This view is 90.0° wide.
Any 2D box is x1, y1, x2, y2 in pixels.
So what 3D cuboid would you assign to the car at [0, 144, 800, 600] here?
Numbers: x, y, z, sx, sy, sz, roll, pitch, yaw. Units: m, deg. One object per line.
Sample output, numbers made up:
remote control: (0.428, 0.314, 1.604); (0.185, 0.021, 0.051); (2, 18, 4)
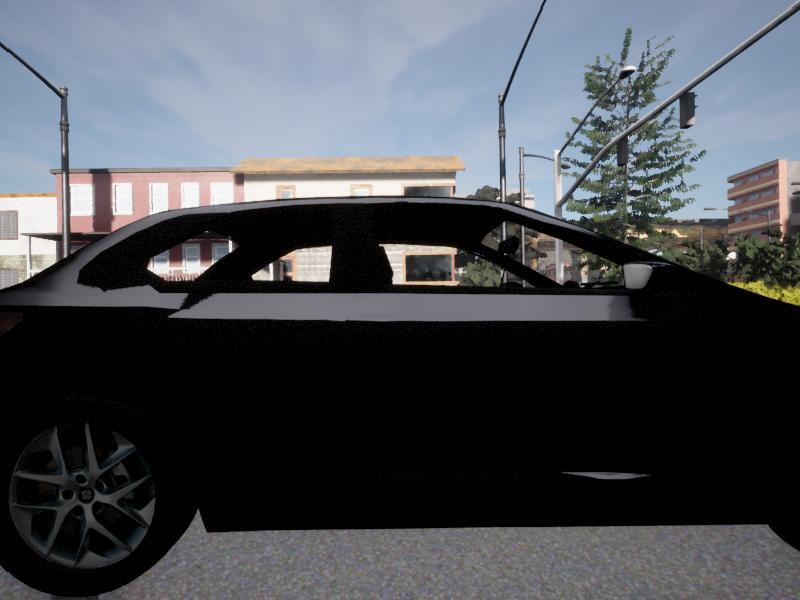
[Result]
car: (0.342, 0.254, 2.184); (4.193, 1.474, 1.816); (0, 0, -1)
